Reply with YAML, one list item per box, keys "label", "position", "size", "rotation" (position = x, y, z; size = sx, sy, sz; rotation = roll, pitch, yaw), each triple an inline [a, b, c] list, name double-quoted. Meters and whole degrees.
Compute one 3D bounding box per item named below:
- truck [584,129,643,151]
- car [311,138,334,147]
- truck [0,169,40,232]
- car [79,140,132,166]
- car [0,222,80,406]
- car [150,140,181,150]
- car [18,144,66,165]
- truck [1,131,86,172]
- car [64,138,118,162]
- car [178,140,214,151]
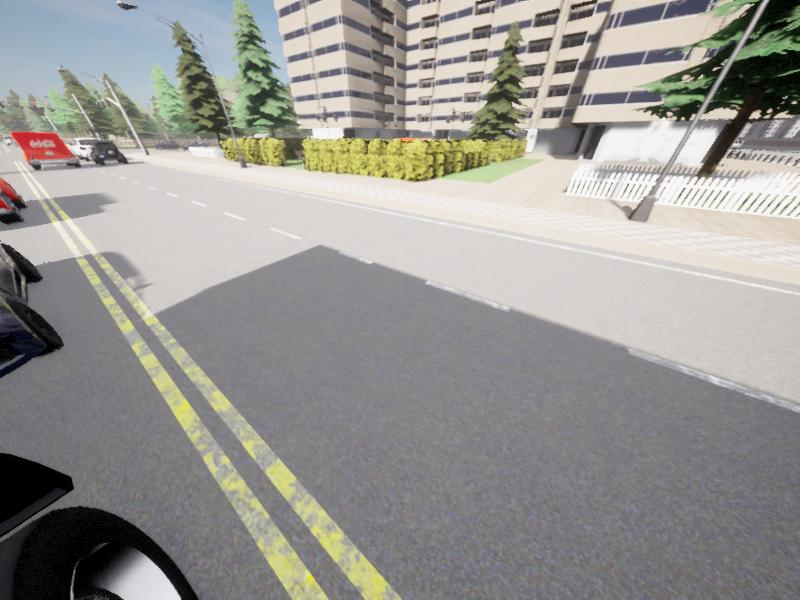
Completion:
- label: "truck"
  position: [46.124, -34.953, 50.470]
  size: [8.468, 3.827, 2.891]
  rotation: [22, 41, 28]
- label: "car"
  position: [-21.035, -42.887, 62.848]
  size: [2.150, 2.045, 5.566]
  rotation: [22, 41, 28]
- label: "truck"
  position: [-13.712, -3.470, 6.599]
  size: [5.204, 2.467, 2.627]
  rotation: [22, 40, 28]
- label: "car"
  position: [-27.807, -13.939, 21.832]
  size: [3.866, 1.878, 1.905]
  rotation: [22, 41, 28]
- label: "car"
  position: [-6.268, -0.096, 2.554]
  size: [4.611, 1.667, 2.242]
  rotation: [22, 41, 28]
- label: "car"
  position: [-45.306, -29.959, 44.712]
  size: [1.845, 1.501, 3.633]
  rotation: [22, 41, 28]
- label: "car"
  position: [-34.390, -14.020, 22.208]
  size: [3.633, 1.501, 1.845]
  rotation: [22, 41, 28]
- label: "truck"
  position: [-29.063, -12.227, 18.890]
  size: [5.204, 2.467, 2.627]
  rotation: [22, 41, 28]
- label: "car"
  position: [-33.597, -16.369, 25.102]
  size: [5.566, 2.045, 2.150]
  rotation: [22, 41, 28]
- label: "car"
  position: [-40.214, -30.586, 45.672]
  size: [2.242, 1.667, 4.611]
  rotation: [22, 41, 28]
